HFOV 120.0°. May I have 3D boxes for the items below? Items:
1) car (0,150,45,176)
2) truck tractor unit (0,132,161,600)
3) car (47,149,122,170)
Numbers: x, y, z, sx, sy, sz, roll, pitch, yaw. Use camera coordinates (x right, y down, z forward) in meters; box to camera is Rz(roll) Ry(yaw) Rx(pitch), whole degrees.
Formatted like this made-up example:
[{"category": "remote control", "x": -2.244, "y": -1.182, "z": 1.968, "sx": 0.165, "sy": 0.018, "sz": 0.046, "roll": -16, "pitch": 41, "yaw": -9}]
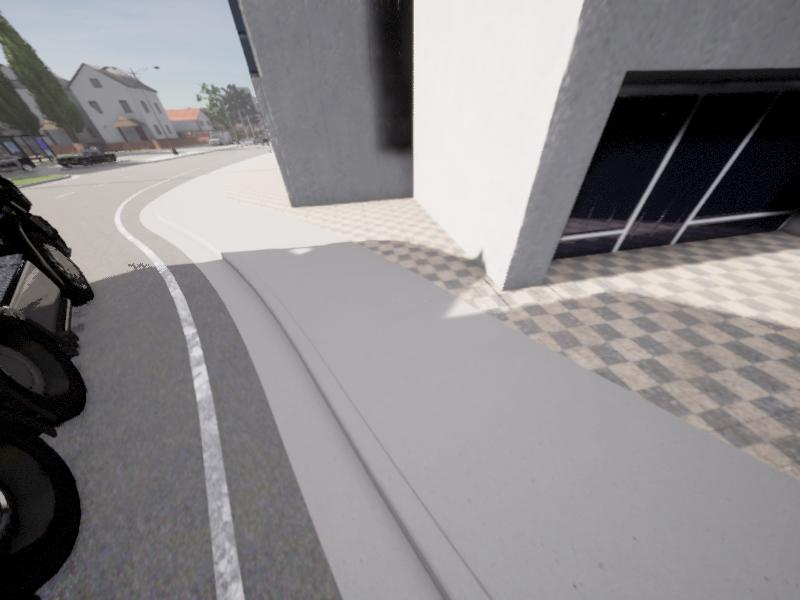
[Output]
[{"category": "car", "x": -34.279, "y": -11.275, "z": 19.223, "sx": 1.930, "sy": 1.638, "sz": 5.238, "roll": -5, "pitch": 37, "yaw": -4}, {"category": "truck tractor unit", "x": -4.887, "y": -0.476, "z": 1.047, "sx": 6.516, "sy": 4.208, "sz": 3.053, "roll": 28, "pitch": 46, "yaw": 34}, {"category": "car", "x": -31.342, "y": -14.202, "z": 23.203, "sx": 1.895, "sy": 1.301, "sz": 4.718, "roll": -8, "pitch": 37, "yaw": -7}]
